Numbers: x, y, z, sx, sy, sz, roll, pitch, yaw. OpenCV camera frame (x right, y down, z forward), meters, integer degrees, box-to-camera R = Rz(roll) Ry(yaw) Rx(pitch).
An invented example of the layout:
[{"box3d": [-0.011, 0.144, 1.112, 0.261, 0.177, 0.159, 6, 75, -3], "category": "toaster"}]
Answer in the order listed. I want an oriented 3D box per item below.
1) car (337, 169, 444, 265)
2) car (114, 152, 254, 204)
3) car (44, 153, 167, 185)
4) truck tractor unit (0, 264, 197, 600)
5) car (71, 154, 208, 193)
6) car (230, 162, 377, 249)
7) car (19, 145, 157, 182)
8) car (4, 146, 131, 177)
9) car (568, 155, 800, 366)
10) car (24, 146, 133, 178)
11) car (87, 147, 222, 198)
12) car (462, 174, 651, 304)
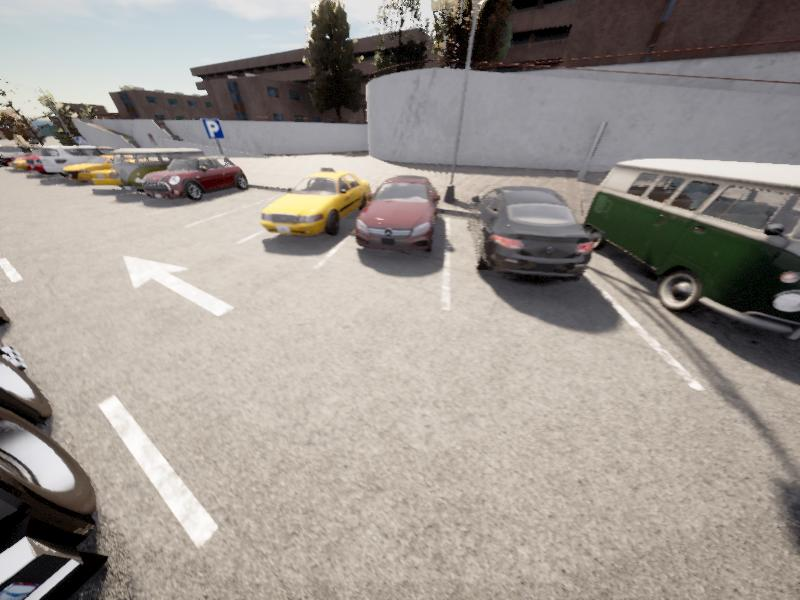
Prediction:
[{"box3d": [0.148, -2.765, 6.730, 2.002, 1.452, 4.674, 6, 35, 8], "category": "car"}, {"box3d": [-10.164, -6.277, 11.581, 2.185, 1.767, 4.553, 6, 35, 8], "category": "car"}, {"box3d": [-20.486, -9.513, 16.550, 2.097, 1.535, 5.008, 6, 35, 8], "category": "car"}, {"box3d": [-5.117, -0.293, 0.786, 6.516, 4.208, 3.053, 18, 39, 24], "category": "truck tractor unit"}, {"box3d": [-15.304, -7.940, 14.236, 1.946, 1.575, 5.366, 6, 35, 8], "category": "car"}, {"box3d": [-2.464, -3.537, 7.783, 1.946, 1.575, 5.366, 6, 35, 8], "category": "car"}, {"box3d": [-23.067, -10.569, 17.662, 2.435, 2.045, 5.566, 5, 34, 9], "category": "car"}, {"box3d": [-28.223, -12.187, 20.092, 2.435, 2.045, 5.566, 6, 34, 8], "category": "car"}, {"box3d": [5.287, -1.240, 4.024, 1.878, 1.987, 4.442, 6, 35, 8], "category": "car"}, {"box3d": [-25.664, -11.295, 18.796, 1.878, 1.987, 4.442, 6, 34, 8], "category": "car"}, {"box3d": [-12.767, -7.118, 12.634, 1.878, 1.987, 4.442, 6, 35, 8], "category": "car"}, {"box3d": [2.719, -1.923, 5.497, 2.002, 1.452, 4.674, 6, 35, 8], "category": "car"}]
